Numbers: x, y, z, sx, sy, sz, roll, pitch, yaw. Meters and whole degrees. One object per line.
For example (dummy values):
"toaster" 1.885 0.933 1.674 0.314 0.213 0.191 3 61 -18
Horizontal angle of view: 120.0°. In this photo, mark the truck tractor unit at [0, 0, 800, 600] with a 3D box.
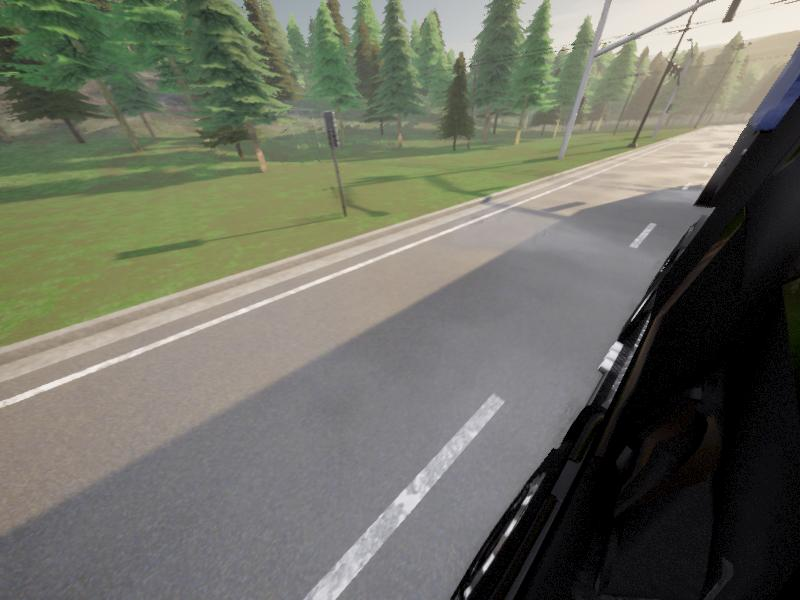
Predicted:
"truck tractor unit" 2.645 -0.295 0.351 6.516 4.208 3.053 -28 44 -30

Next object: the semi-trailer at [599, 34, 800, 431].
"semi-trailer" 8.670 -3.598 4.293 14.254 4.402 2.717 -28 43 -30
